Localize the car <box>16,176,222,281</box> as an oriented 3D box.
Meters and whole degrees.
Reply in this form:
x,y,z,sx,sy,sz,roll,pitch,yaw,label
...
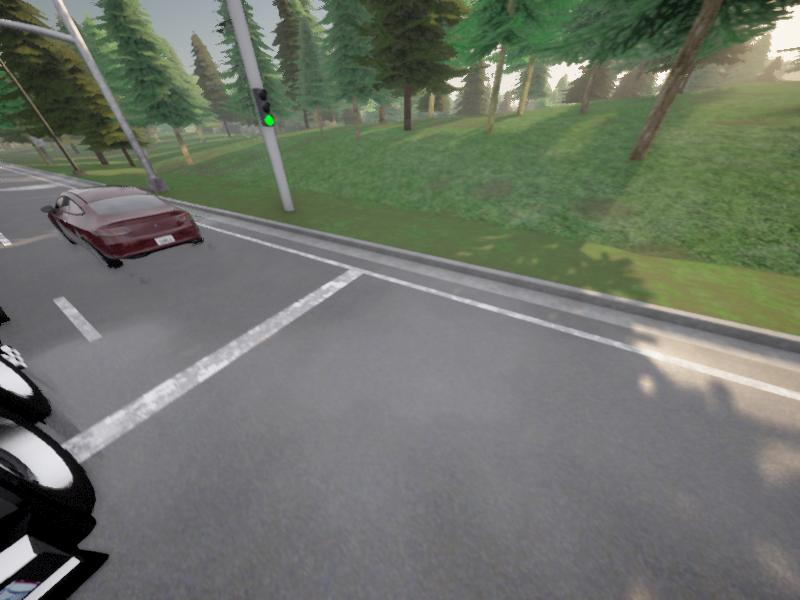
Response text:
x,y,z,sx,sy,sz,roll,pitch,yaw,label
-7.025,-2.068,5.806,4.674,1.442,1.812,18,39,24,car

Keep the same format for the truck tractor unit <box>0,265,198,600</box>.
x,y,z,sx,sy,sz,roll,pitch,yaw,label
-5.119,-0.291,0.778,6.516,4.208,3.053,18,39,24,truck tractor unit
